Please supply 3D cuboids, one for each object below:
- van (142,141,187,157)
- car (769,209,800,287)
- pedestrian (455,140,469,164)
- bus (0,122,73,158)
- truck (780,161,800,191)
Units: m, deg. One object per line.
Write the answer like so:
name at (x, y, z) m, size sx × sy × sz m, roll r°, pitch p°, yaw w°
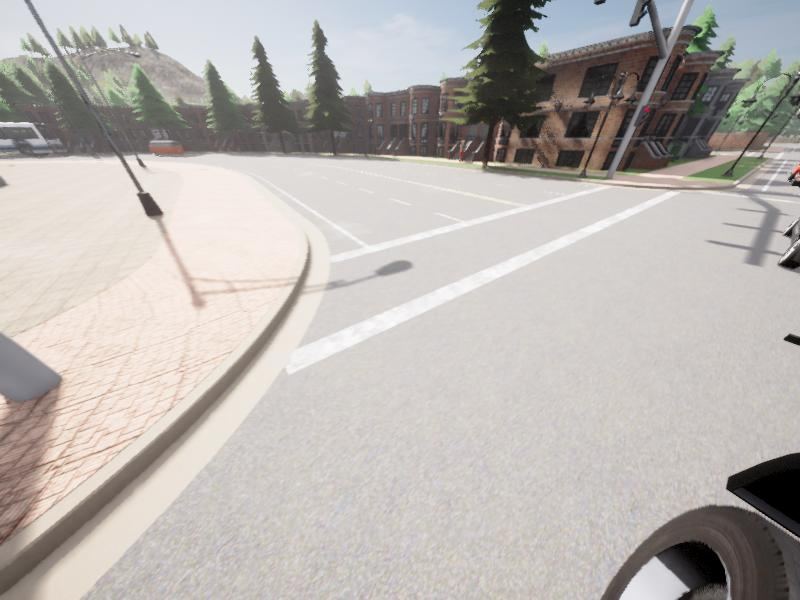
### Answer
van at (-35.029, -22.577, 34.481) m, size 4.442 × 1.987 × 1.775 m, roll 4°, pitch 35°, yaw 7°
car at (9.671, -1.466, 4.474) m, size 5.238 × 1.638 × 1.930 m, roll -22°, pitch 41°, yaw -28°
pedestrian at (5.787, -13.874, 21.603) m, size 0.751 × 1.860 × 0.751 m, roll -23°, pitch 41°, yaw -29°
bus at (-58.719, -23.706, 34.316) m, size 10.273 × 4.253 × 3.944 m, roll -14°, pitch 38°, yaw -19°
truck at (22.475, -7.039, 11.508) m, size 5.204 × 2.467 × 2.627 m, roll -23°, pitch 41°, yaw -27°
